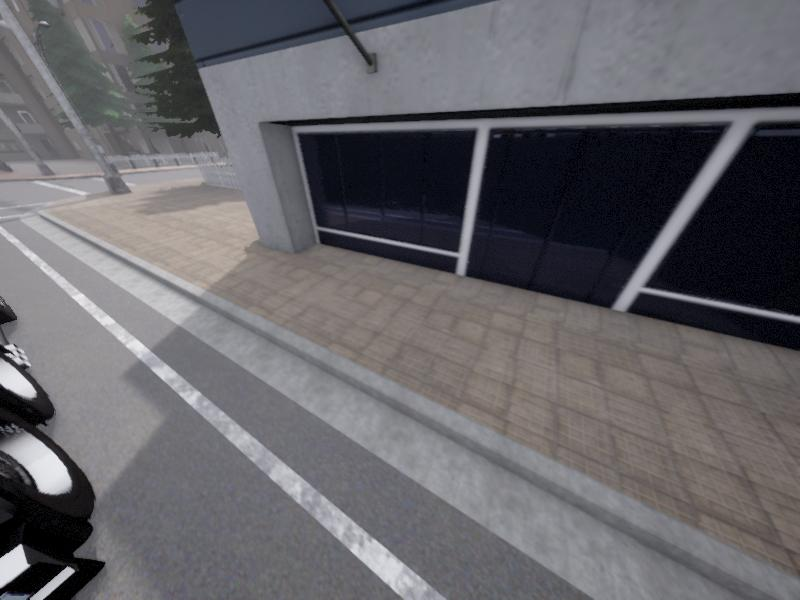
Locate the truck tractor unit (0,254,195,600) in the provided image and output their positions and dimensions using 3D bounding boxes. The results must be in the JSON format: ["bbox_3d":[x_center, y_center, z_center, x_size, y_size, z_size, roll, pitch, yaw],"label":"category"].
[{"bbox_3d":[-5.095,-0.317,0.800,6.516,4.208,3.053,19,39,25],"label":"truck tractor unit"}]
